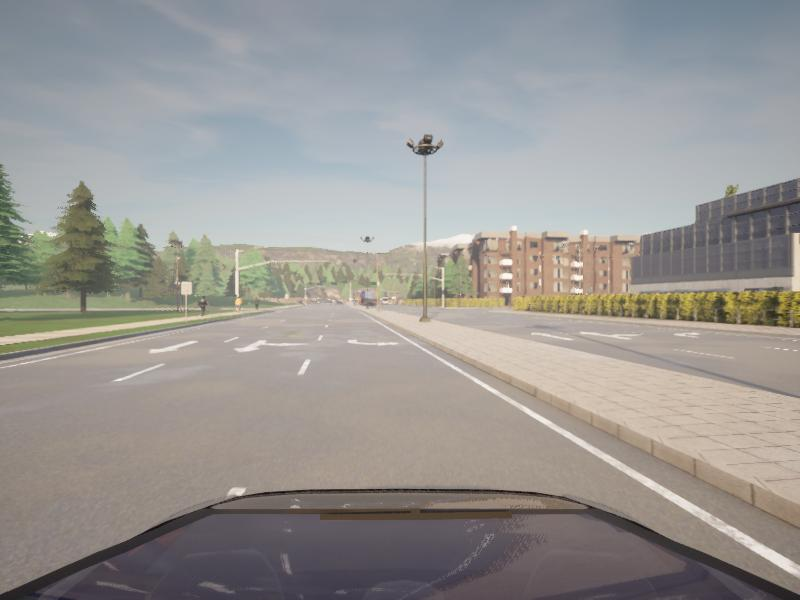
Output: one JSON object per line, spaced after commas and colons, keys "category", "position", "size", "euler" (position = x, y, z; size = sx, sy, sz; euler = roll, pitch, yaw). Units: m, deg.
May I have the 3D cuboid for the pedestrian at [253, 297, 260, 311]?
{"category": "pedestrian", "position": [-19.135, 0.500, 53.423], "size": [0.751, 1.860, 0.751], "euler": [0, 0, -7]}

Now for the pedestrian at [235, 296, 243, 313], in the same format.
{"category": "pedestrian", "position": [-18.023, 0.498, 44.772], "size": [0.751, 1.860, 0.751], "euler": [0, 0, -7]}

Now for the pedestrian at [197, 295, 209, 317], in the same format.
{"category": "pedestrian", "position": [-16.602, 0.495, 33.744], "size": [0.751, 1.860, 0.751], "euler": [0, 0, -7]}
